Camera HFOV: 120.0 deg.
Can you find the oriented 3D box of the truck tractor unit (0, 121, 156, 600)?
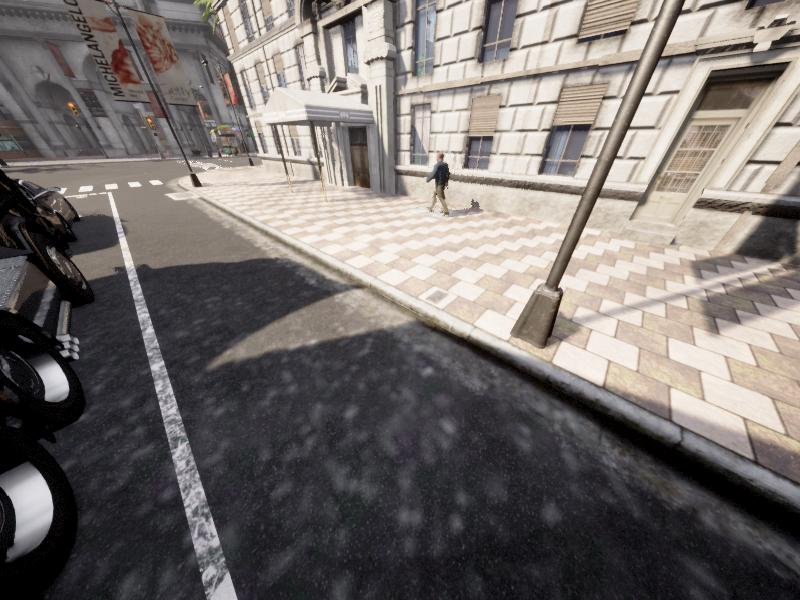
[{"bbox_3d":[-4.848,-0.504,1.069,6.516,4.208,3.053,28,44,34],"label":"truck tractor unit"}]

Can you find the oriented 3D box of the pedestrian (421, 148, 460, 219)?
[{"bbox_3d":[1.249,-3.666,7.309,0.751,1.860,0.751,27,43,33],"label":"pedestrian"}]

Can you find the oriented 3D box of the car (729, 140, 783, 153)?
[{"bbox_3d":[62.647,-27.081,40.731,1.932,1.855,4.605,-17,38,-23],"label":"car"}]

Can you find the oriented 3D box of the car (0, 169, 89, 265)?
[{"bbox_3d":[-10.634,-2.441,6.256,4.902,1.511,2.128,28,44,34],"label":"car"}]
